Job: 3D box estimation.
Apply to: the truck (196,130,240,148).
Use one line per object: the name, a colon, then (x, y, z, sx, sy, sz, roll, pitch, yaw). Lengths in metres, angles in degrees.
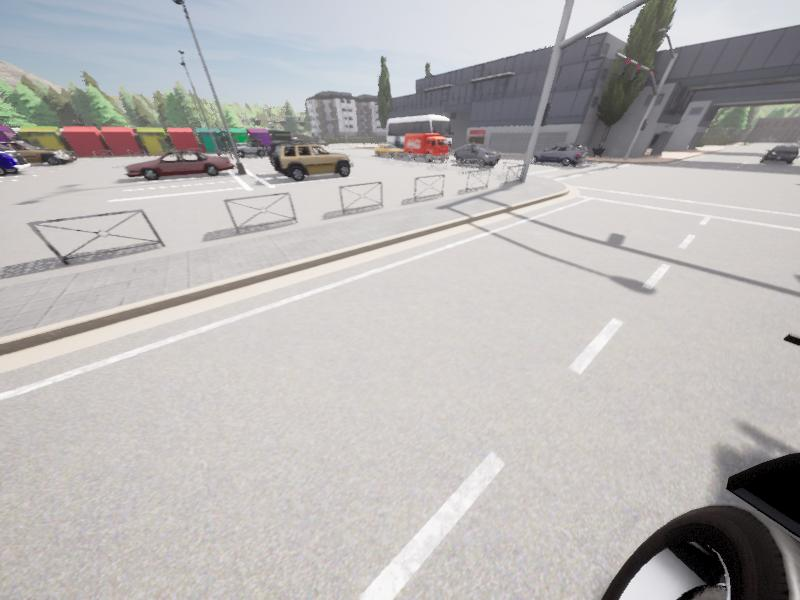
truck: (-49.231, -43.785, 62.642, 8.468, 3.827, 2.891, -23, 41, -29)

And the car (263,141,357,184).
car: (-5.171, -8.331, 13.784, 4.605, 1.855, 1.932, -23, 41, -29)

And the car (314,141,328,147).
car: (-21.598, -42.841, 63.340, 1.895, 1.301, 4.718, -22, 41, -28)

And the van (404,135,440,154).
van: (3.554, -26.185, 38.726, 2.351, 2.431, 6.366, -22, 41, -28)

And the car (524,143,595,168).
car: (14.553, -13.466, 21.370, 2.242, 1.667, 4.611, -23, 41, -29)

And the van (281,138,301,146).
van: (-32.234, -46.706, 68.224, 4.480, 2.038, 2.069, 3, 35, 5)

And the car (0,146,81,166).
car: (-34.303, -13.871, 22.128, 3.905, 1.438, 1.784, -23, 41, -29)

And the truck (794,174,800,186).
truck: (24.059, -6.455, 10.739, 2.627, 2.467, 5.204, -24, 42, -29)

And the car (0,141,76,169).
car: (-32.630, -12.680, 20.074, 4.605, 1.855, 1.932, -23, 41, -29)

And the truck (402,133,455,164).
truck: (2.837, -16.234, 24.651, 2.627, 2.467, 5.204, -22, 41, -28)

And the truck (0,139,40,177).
truck: (-27.690, -8.973, 14.652, 4.478, 2.038, 2.069, -23, 41, -29)

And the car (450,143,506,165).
car: (7.921, -15.255, 23.974, 2.152, 1.651, 5.027, -23, 41, -29)

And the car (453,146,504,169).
car: (6.803, -12.669, 20.411, 1.845, 1.501, 3.633, -23, 41, -29)

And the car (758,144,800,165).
car: (36.786, -14.080, 22.264, 4.892, 1.490, 1.837, -23, 41, -29)

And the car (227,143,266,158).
car: (-20.284, -19.906, 30.622, 3.806, 1.475, 1.970, -23, 41, -29)

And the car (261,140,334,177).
car: (-6.851, -9.687, 15.712, 3.866, 1.878, 1.905, -23, 41, -29)

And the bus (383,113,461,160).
bus: (2.334, -21.006, 29.847, 3.944, 4.253, 10.273, -22, 41, -28)

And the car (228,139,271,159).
car: (-18.569, -18.757, 28.577, 3.866, 1.878, 1.905, -23, 41, -29)

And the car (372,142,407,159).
car: (-1.450, -19.380, 29.884, 1.801, 1.575, 5.366, -22, 41, -28)

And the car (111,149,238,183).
car: (-13.642, -8.522, 14.509, 5.357, 1.415, 2.033, -23, 41, -29)
